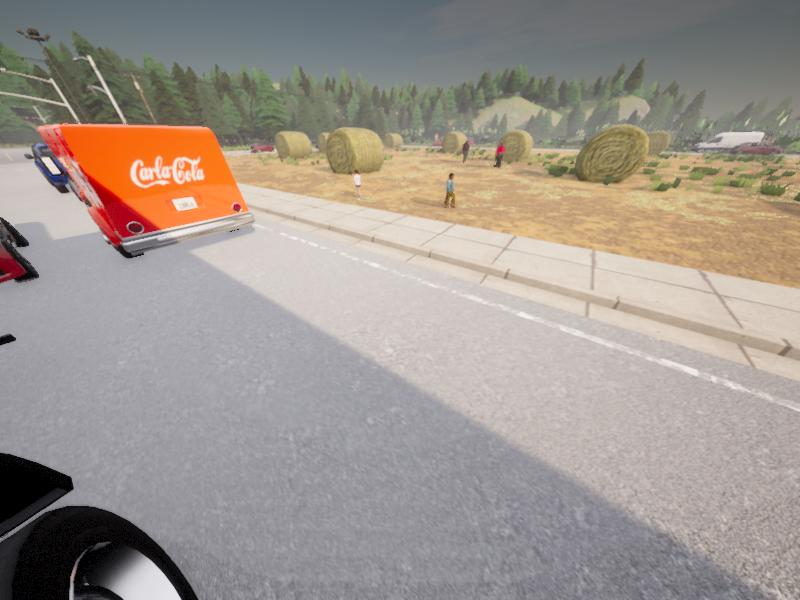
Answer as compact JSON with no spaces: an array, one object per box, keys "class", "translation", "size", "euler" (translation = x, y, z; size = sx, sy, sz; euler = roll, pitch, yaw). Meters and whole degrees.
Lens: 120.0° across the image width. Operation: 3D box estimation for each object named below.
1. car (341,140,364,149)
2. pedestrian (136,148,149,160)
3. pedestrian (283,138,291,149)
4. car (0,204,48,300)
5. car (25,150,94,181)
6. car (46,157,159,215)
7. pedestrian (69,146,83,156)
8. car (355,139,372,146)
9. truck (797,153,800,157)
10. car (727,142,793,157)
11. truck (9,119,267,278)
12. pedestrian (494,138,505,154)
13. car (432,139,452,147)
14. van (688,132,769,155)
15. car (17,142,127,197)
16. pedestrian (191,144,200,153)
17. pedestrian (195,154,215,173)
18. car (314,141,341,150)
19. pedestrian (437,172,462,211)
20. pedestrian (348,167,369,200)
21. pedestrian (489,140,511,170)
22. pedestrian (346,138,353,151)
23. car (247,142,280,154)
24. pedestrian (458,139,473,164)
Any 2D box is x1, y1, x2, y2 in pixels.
[{"class":"car","translation":[-10.691,-35.238,52.315],"size":[1.882,1.535,5.008],"euler":[23,41,29]},{"class":"pedestrian","translation":[-28.618,-16.211,25.683],"size":[0.500,1.100,0.500],"euler":[-26,43,-32]},{"class":"pedestrian","translation":[-23.318,-32.410,47.812],"size":[0.751,1.860,0.751],"euler":[15,38,21]},{"class":"car","translation":[-8.996,-1.144,4.098],"size":[4.611,1.667,2.242],"euler":[21,40,28]},{"class":"car","translation":[-22.867,-9.095,15.513],"size":[3.633,1.501,1.845],"euler":[22,41,28]},{"class":"car","translation":[-11.864,-4.688,9.239],"size":[3.705,1.549,1.789],"euler":[22,41,28]},{"class":"pedestrian","translation":[-43.046,-19.759,30.706],"size":[0.500,1.100,0.500],"euler":[-19,39,-24]},{"class":"car","translation":[-10.602,-45.682,67.033],"size":[4.514,1.525,2.007],"euler":[25,42,31]},{"class":"truck","translation":[51.260,-17.576,26.261],"size":[5.204,2.467,2.627],"euler":[25,42,31]},{"class":"car","translation":[46.230,-19.489,29.844],"size":[4.193,1.474,1.816],"euler":[25,42,31]},{"class":"truck","translation":[-6.522,-2.922,5.931],"size":[5.204,2.467,2.627],"euler":[22,41,28]},{"class":"pedestrian","translation":[13.625,-21.048,31.571],"size":[0.751,1.860,0.751],"euler":[-6,36,-8]},{"class":"car","translation":[10.311,-38.666,56.986],"size":[4.514,1.525,2.007],"euler":[25,42,31]},{"class":"van","translation":[46.467,-22.411,33.039],"size":[5.915,2.561,1.988],"euler":[25,42,31]},{"class":"car","translation":[-17.311,-7.068,12.191],"size":[5.566,2.045,2.150],"euler":[22,41,28]},{"class":"pedestrian","translation":[-33.046,-24.469,37.334],"size":[0.500,1.100,0.500],"euler":[24,42,30]},{"class":"pedestrian","translation":[-13.684,-9.574,16.217],"size":[0.500,1.100,0.500],"euler":[9,36,12]},{"class":"car","translation":[-14.820,-31.925,47.676],"size":[2.038,1.542,4.974],"euler":[23,41,29]},{"class":"pedestrian","translation":[1.675,-3.723,7.897],"size":[0.500,1.100,0.500],"euler":[26,43,32]},{"class":"pedestrian","translation":[-1.657,-4.674,9.254],"size":[0.500,1.100,0.500],"euler":[24,42,30]},{"class":"pedestrian","translation":[7.337,-10.679,17.006],"size":[0.751,1.860,0.751],"euler":[-10,37,-14]},{"class":"pedestrian","translation":[-8.529,-26.481,39.356],"size":[0.751,1.860,0.751],"euler":[-18,39,-23]},{"class":"car","translation":[-22.776,-25.516,38.739],"size":[1.816,1.474,4.193],"euler":[23,41,29]},{"class":"pedestrian","translation":[5.947,-13.500,20.983],"size":[0.751,1.860,0.751],"euler":[-11,37,-15]}]
